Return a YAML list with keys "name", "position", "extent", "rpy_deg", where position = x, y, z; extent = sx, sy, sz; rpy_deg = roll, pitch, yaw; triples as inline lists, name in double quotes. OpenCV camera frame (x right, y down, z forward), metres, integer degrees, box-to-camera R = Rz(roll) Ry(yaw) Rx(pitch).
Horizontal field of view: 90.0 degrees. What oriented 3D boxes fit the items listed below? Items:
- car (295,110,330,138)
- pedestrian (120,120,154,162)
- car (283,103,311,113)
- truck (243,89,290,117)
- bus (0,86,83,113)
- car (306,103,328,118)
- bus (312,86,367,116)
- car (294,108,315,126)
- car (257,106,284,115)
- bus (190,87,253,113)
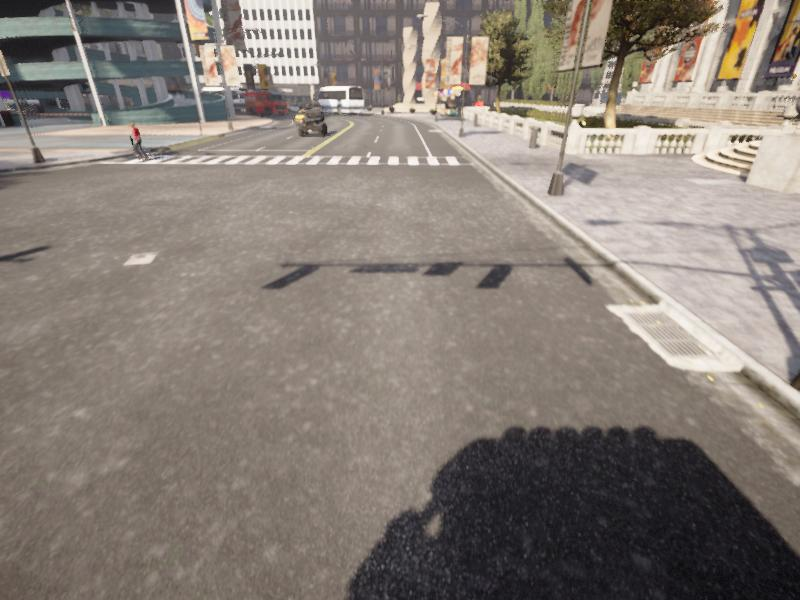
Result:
- name: "car"
  position: [-7.069, -14.443, 32.723]
  extent: [1.905, 1.878, 3.866]
  rpy_deg: [0, 27, 0]
- name: "pedestrian"
  position: [-13.152, -7.978, 20.062]
  extent: [0.751, 1.860, 0.751]
  rpy_deg: [-1, 27, -2]
- name: "car"
  position: [-19.517, -36.254, 75.556]
  extent: [4.974, 1.542, 2.038]
  rpy_deg: [16, 31, 28]
- name: "truck"
  position: [-21.679, -31.948, 64.687]
  extent: [8.468, 3.827, 2.891]
  rpy_deg: [23, 35, 37]
- name: "bus"
  position: [-64.683, -36.292, 72.498]
  extent: [10.273, 4.253, 3.944]
  rpy_deg: [0, 27, 0]
- name: "car"
  position: [-12.411, -28.367, 59.893]
  extent: [1.905, 1.878, 3.866]
  rpy_deg: [-14, 30, -25]
- name: "bus"
  position: [-10.249, -33.480, 67.258]
  extent: [3.944, 4.253, 10.273]
  rpy_deg: [-21, 34, -35]
- name: "car"
  position: [-11.005, -21.223, 46.277]
  extent: [1.801, 1.575, 5.366]
  rpy_deg: [-4, 27, -7]
- name: "car"
  position: [-22.734, -33.273, 70.037]
  extent: [4.718, 1.301, 1.895]
  rpy_deg: [18, 32, 31]
- name: "bus"
  position: [-34.495, -38.796, 77.522]
  extent: [10.273, 4.253, 3.944]
  rpy_deg: [7, 28, 12]
